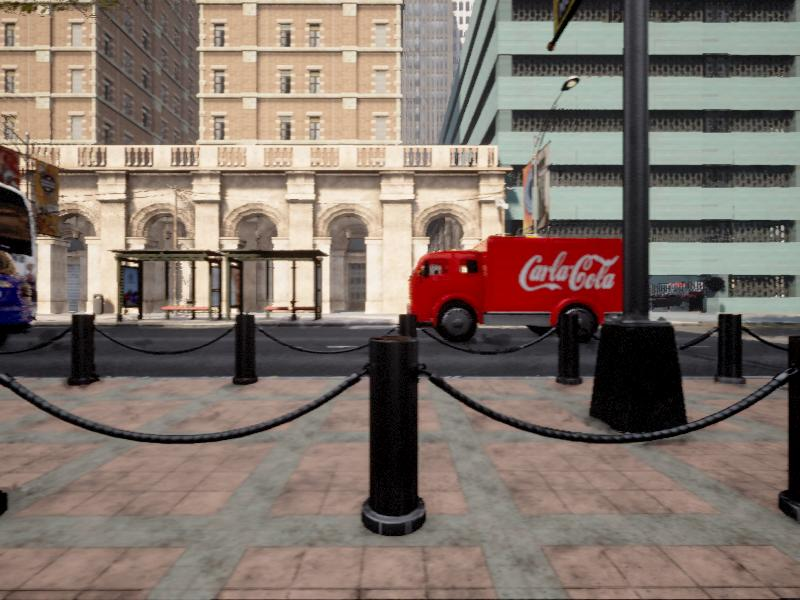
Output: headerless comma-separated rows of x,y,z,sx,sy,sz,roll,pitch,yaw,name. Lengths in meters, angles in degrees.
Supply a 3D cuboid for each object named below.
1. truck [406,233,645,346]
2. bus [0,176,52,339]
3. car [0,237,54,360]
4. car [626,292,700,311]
2.784,-0.236,10.143,5.204,2.467,2.627,0,0,0,truck
-15.600,-1.127,10.055,10.273,4.253,3.944,0,0,0,bus
-9.478,-0.028,6.673,5.566,2.045,2.150,0,0,0,car
22.036,0.110,33.670,4.902,1.511,2.128,0,0,0,car
